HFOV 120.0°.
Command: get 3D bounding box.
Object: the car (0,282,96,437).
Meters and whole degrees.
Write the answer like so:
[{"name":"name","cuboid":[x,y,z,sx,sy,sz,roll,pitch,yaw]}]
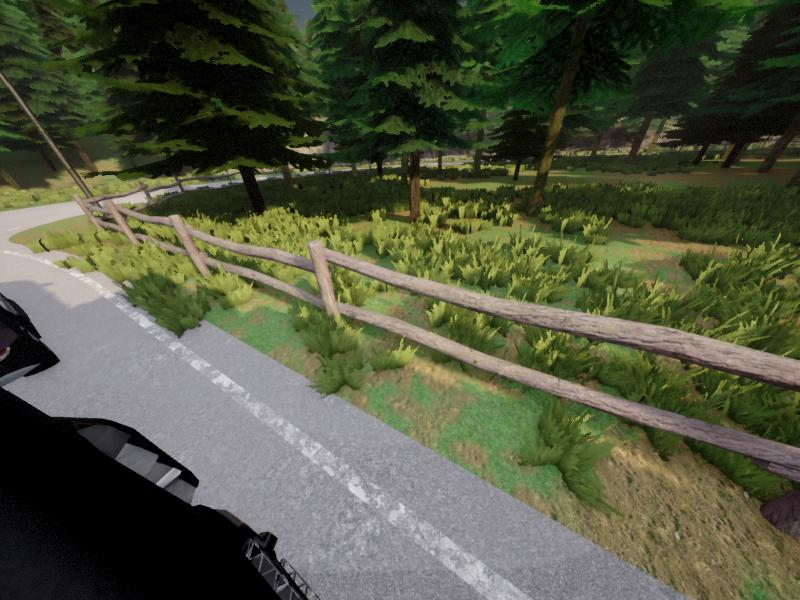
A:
[{"name":"car","cuboid":[-6.247,0.282,2.536,4.856,1.649,2.033,14,37,24]}]
